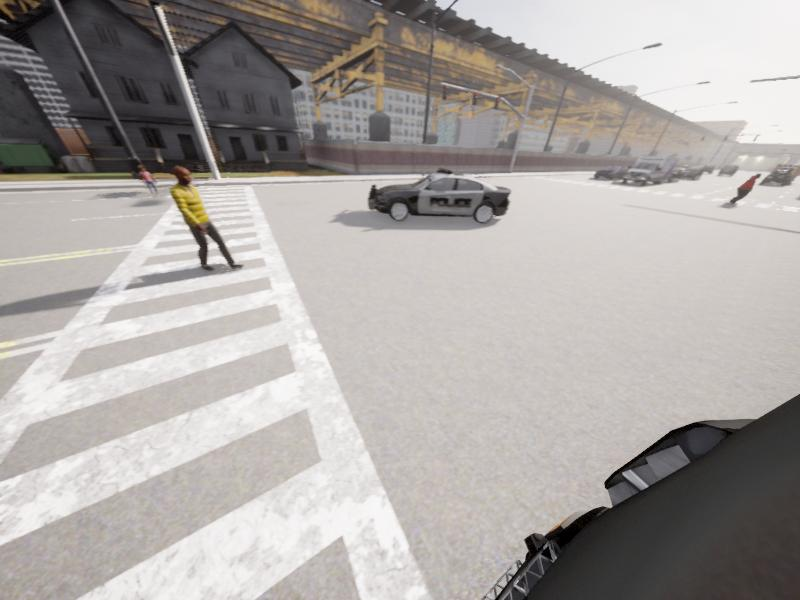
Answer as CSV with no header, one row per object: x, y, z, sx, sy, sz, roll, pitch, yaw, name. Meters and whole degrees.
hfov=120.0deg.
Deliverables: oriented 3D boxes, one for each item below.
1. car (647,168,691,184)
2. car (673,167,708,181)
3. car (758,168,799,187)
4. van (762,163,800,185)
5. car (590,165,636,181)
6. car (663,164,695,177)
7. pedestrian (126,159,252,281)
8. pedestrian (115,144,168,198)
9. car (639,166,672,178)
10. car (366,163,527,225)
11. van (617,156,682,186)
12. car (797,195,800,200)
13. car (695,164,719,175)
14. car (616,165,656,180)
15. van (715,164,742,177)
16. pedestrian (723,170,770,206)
32.528,-15.079,27.910,5.357,1.411,2.033,-17,38,-28,car
40.921,-17.756,32.484,4.892,1.490,1.837,-17,38,-28,car
49.200,-15.962,30.006,4.605,1.855,1.932,-17,38,-28,car
55.953,-18.309,33.550,6.366,2.431,2.351,-17,38,-28,van
25.215,-15.058,27.354,5.357,1.411,2.033,-17,38,-28,car
48.004,-22.339,39.768,4.611,1.667,2.242,-18,39,-27,car
-3.494,-1.365,4.063,0.751,1.860,0.751,5,33,4,pedestrian
-10.504,-5.273,9.485,0.751,1.860,0.751,-22,41,-33,pedestrian
38.100,-19.102,34.434,4.181,1.385,1.994,-18,39,-28,car
1.461,-3.977,8.622,5.238,1.638,1.930,1,33,-3,car
25.831,-13.399,23.943,6.366,2.431,2.351,-17,38,-28,van
33.996,-8.683,18.340,4.181,1.385,1.994,-18,38,-28,car
65.688,-27.983,49.404,3.866,1.878,1.905,-17,38,-28,car
31.598,-17.065,30.855,5.357,1.411,2.033,-17,38,-28,car
63.940,-25.197,44.964,4.442,1.987,1.775,-18,39,-27,van
21.148,-6.842,14.136,0.751,1.860,0.751,-19,39,-29,pedestrian
